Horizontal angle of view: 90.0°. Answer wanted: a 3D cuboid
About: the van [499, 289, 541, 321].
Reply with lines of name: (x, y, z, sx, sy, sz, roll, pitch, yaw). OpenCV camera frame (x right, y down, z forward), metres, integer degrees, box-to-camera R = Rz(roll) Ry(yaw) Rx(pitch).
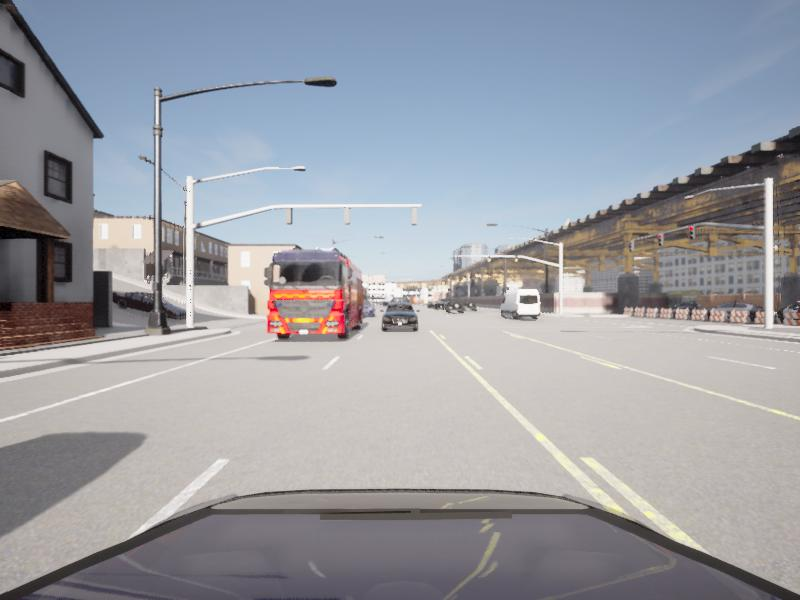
van: (10.503, 0.405, 35.496, 1.988, 2.561, 5.915, 0, 0, 0)

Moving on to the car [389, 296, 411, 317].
car: (-0.002, 0.668, 42.957, 2.150, 2.045, 5.566, 0, 0, 0)

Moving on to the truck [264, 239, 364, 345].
truck: (-3.507, -0.274, 18.794, 2.891, 3.827, 8.468, 0, 0, 0)

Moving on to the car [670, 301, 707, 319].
car: (26.433, 0.881, 36.568, 2.038, 1.542, 4.974, 0, 0, 44)

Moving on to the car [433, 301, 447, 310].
car: (7.000, 0.933, 70.516, 1.930, 1.638, 5.238, 0, 0, 0)

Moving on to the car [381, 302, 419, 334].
car: (0.000, 0.896, 21.819, 1.837, 1.490, 4.892, 0, 0, 0)

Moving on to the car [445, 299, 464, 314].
car: (7.000, 0.765, 51.649, 1.905, 1.878, 3.866, 0, 0, 0)

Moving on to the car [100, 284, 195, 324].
car: (-18.255, 0.288, 29.126, 5.357, 1.411, 2.033, 15, 0, -2)

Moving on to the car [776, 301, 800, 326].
car: (27.234, 0.859, 26.593, 2.038, 1.542, 4.974, 0, 0, 29)

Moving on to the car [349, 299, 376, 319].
car: (-3.504, 0.784, 38.322, 2.097, 1.767, 4.553, 0, 0, 0)
